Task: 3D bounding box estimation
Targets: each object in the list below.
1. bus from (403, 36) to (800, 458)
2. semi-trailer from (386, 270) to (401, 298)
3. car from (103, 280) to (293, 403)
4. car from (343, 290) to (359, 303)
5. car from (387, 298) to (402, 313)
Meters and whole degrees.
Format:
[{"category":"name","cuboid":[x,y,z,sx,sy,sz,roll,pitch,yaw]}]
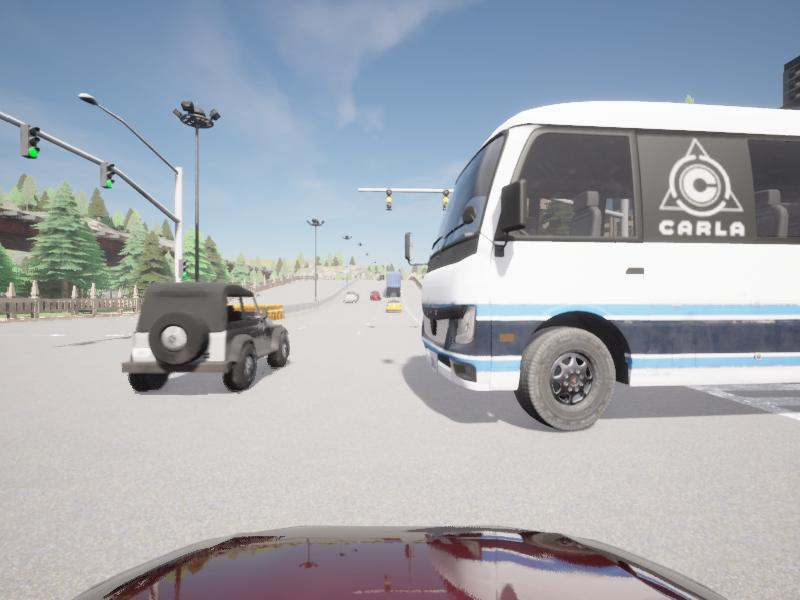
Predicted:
[{"category":"bus","cuboid":[5.366,-0.534,6.489,10.273,4.253,3.944,0,0,-5]},{"category":"semi-trailer","cuboid":[-1.258,-3.383,78.391,2.717,4.402,14.254,0,7,-1]},{"category":"car","cuboid":[-3.604,0.645,8.046,1.905,1.878,3.866,0,0,-1]},{"category":"car","cuboid":[-8.040,-0.599,66.303,2.152,1.651,5.027,0,6,-1]},{"category":"car","cuboid":[-0.741,0.588,50.316,1.801,1.575,5.366,0,2,-1]}]
